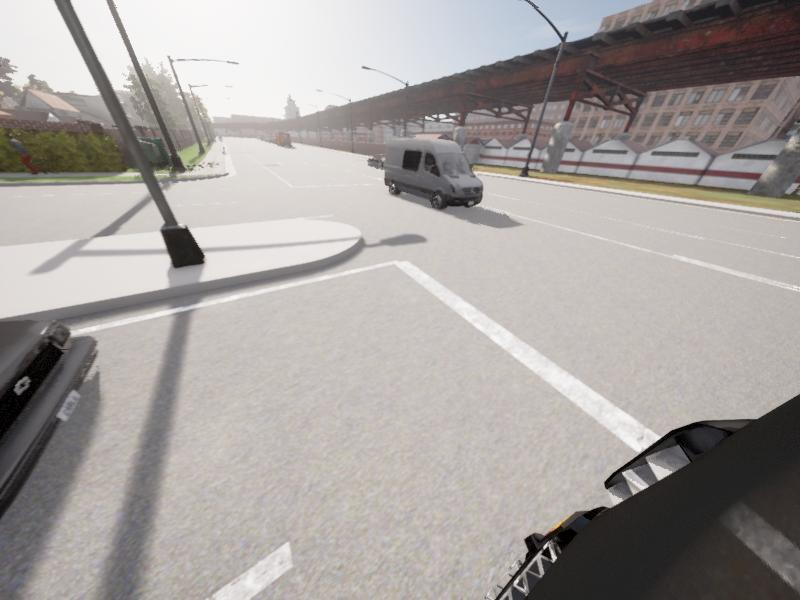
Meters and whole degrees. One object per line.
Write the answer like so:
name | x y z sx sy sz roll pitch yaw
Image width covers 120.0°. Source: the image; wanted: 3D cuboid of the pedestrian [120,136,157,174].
pedestrian | -15.515 -8.610 13.759 0.751 1.860 0.751 -22 41 -32

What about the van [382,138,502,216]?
van | 1.406 -6.123 11.041 1.988 2.561 5.915 -17 38 -28

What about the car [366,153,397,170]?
car | -2.220 -16.261 27.046 1.970 1.475 3.806 -17 38 -28

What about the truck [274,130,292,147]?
truck | -34.855 -48.019 68.723 2.891 3.827 8.468 -17 40 -28

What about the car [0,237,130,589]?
car | -4.946 1.238 0.450 5.357 1.411 2.033 -17 39 -28

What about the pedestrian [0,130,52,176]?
pedestrian | -18.832 -7.306 11.526 0.751 1.860 0.751 -19 39 -29
